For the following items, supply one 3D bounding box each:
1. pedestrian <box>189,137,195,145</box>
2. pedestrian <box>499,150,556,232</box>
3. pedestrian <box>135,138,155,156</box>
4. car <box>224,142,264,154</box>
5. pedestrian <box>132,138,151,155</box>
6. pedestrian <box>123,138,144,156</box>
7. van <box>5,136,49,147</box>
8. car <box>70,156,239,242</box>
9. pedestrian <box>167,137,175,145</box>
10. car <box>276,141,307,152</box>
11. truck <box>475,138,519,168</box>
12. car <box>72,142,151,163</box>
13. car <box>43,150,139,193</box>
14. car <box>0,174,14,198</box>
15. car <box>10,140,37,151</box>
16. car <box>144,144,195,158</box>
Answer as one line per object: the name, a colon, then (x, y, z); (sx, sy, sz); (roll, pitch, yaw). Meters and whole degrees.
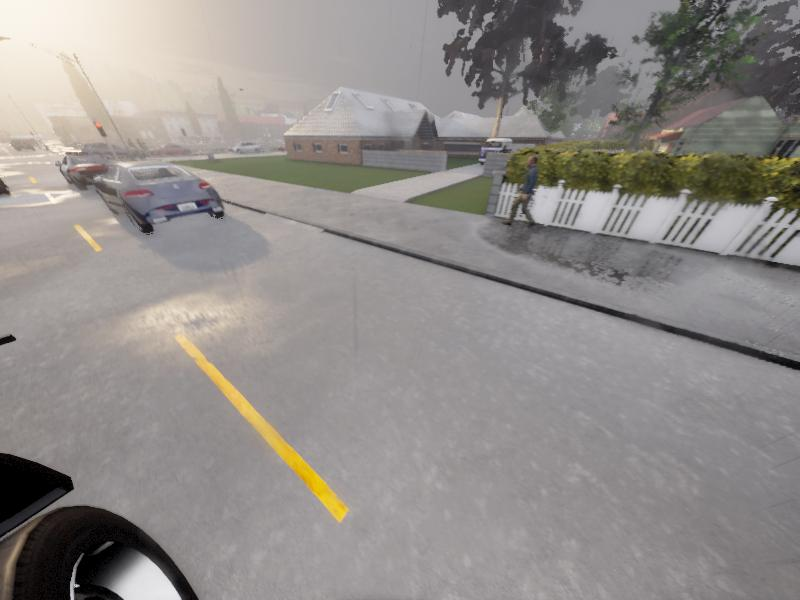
pedestrian: (-62.804, -48.081, 69.743); (0.751, 1.860, 0.751); (27, 43, 33)
pedestrian: (3.400, -2.938, 6.274); (0.751, 1.860, 0.751); (22, 41, 28)
pedestrian: (-32.740, -19.613, 29.648); (0.751, 1.860, 0.751); (-7, 36, -11)
car: (-24.624, -24.170, 36.664); (2.007, 1.525, 4.514); (22, 41, 28)
pedestrian: (-33.417, -19.852, 29.917); (0.751, 1.860, 0.751); (20, 39, 25)
pedestrian: (-33.685, -19.345, 29.194); (0.751, 1.860, 0.751); (2, 35, 2)
van: (-86.665, -36.937, 53.783); (4.480, 2.038, 2.069); (-16, 39, -21)
car: (-7.874, -3.512, 7.418); (5.027, 1.651, 2.152); (22, 41, 28)
pedestrian: (-64.604, -44.835, 65.121); (0.751, 1.860, 0.751); (22, 40, 27)
car: (-19.834, -28.110, 42.296); (2.007, 1.525, 4.514); (22, 41, 28)
truck: (8.716, -13.247, 20.682); (2.069, 2.038, 4.478); (22, 41, 28)
car: (-30.469, -15.839, 24.701); (4.856, 1.649, 2.033); (-23, 43, -30)
car: (-16.583, -7.010, 12.383); (4.974, 1.542, 2.038); (22, 41, 28)
car: (-19.749, -5.543, 10.152); (4.611, 1.667, 2.242); (22, 41, 28)
car: (-65.238, -26.734, 39.985); (4.193, 1.474, 1.816); (22, 41, 28)
car: (-30.122, -19.609, 30.278); (1.994, 1.385, 4.181); (22, 41, 28)
